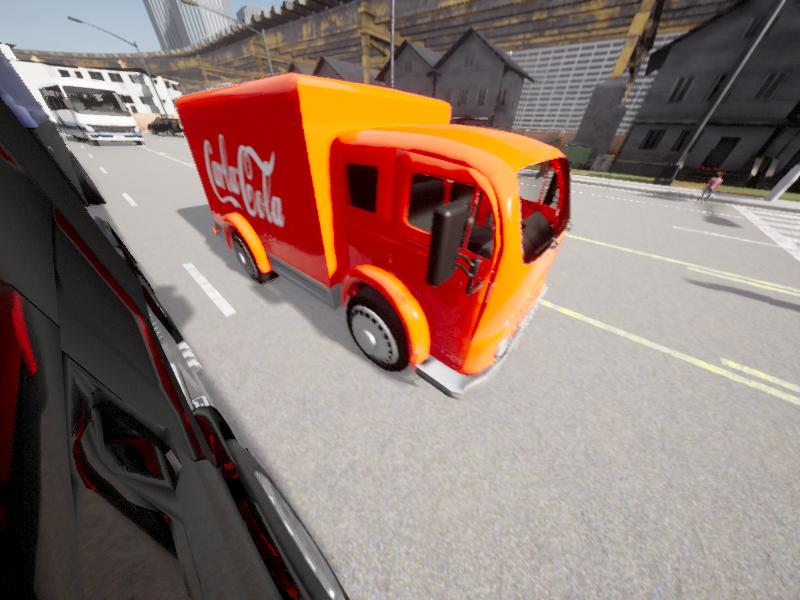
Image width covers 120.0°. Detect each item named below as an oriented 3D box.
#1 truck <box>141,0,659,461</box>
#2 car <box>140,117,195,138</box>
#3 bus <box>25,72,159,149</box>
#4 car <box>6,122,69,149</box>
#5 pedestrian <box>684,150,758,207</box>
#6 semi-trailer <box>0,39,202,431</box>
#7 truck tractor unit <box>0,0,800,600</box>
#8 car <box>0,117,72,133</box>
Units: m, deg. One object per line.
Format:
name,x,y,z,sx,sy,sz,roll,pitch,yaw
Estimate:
truck,-0.668,-1.312,3.290,5.204,2.467,2.627,29,44,31
car,-31.752,-23.620,31.610,5.566,2.045,2.150,12,38,13
bus,-26.603,-16.088,20.015,10.273,4.253,3.944,23,41,25
car,-28.198,-12.868,18.001,5.357,1.411,2.033,27,43,29
pedestrian,12.738,-4.862,9.281,0.751,1.860,0.751,22,41,24
semi-trailer,-8.678,-3.611,4.261,14.254,4.402,2.717,28,44,30
truck tractor unit,-2.645,-0.295,0.351,6.516,4.208,3.053,28,44,30
car,-46.898,-22.443,29.694,5.357,1.411,2.033,-3,37,-8
